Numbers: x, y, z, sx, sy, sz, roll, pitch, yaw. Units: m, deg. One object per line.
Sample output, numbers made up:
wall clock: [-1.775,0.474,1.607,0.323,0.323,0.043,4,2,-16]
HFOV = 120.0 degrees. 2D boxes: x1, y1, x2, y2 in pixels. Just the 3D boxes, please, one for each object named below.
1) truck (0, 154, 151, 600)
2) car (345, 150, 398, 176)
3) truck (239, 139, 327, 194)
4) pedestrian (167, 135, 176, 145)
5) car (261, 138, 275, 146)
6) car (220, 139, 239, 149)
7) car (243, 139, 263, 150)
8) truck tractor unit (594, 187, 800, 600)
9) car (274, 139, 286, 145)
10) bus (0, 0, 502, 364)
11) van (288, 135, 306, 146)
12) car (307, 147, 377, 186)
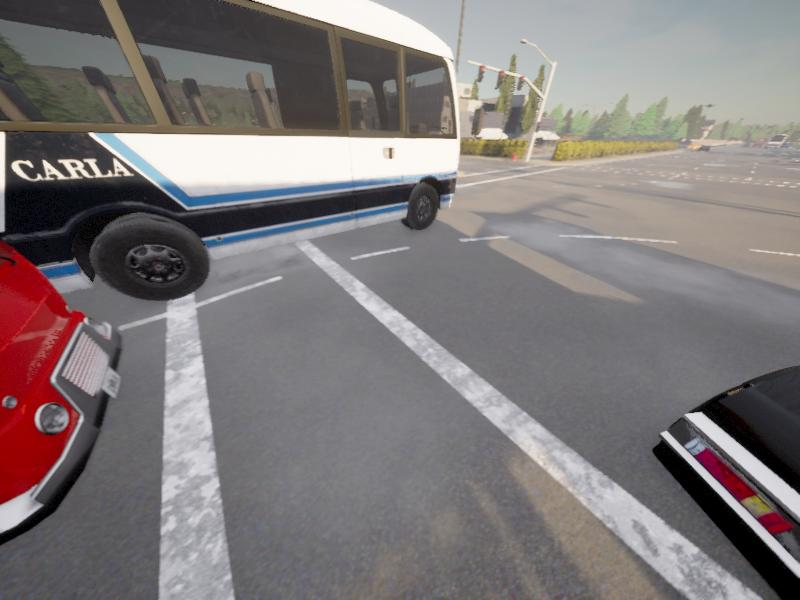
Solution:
truck: [-4.698,0.982,0.335,5.204,2.467,2.627,-23,42,-31]
car: [-2.239,-10.685,17.844,1.994,1.385,4.181,-24,42,-31]
truck: [-6.777,-7.822,13.083,2.390,2.098,6.274,-24,42,-31]
pedestrian: [-51.045,-35.660,51.602,0.751,1.860,0.751,-22,41,-29]
car: [-36.599,-43.737,63.877,2.038,1.542,4.974,-24,43,-31]
car: [-33.405,-30.588,45.320,2.038,1.542,4.974,-24,42,-31]
car: [-28.693,-30.392,45.040,2.033,1.649,4.856,-24,42,-31]
truck tractor unit: [5.367,0.161,0.148,6.516,4.208,3.053,-3,35,-4]
car: [-34.442,-45.371,66.291,1.812,1.442,4.674,-24,42,-31]
bus: [-3.022,-3.248,4.807,10.273,4.253,3.944,-25,43,-32]
van: [-29.089,-45.071,65.106,2.351,2.431,6.366,-24,42,-31]
car: [-3.782,-8.674,14.753,2.152,1.651,5.027,-24,42,-31]
